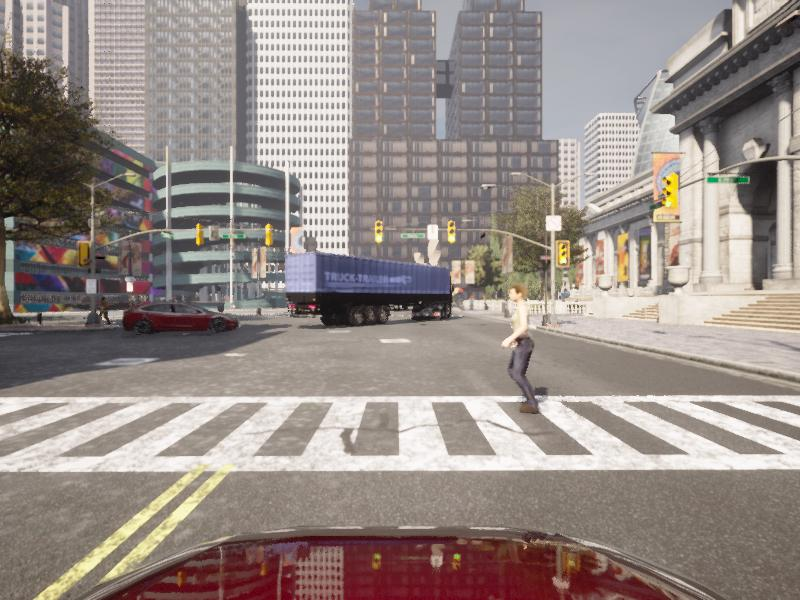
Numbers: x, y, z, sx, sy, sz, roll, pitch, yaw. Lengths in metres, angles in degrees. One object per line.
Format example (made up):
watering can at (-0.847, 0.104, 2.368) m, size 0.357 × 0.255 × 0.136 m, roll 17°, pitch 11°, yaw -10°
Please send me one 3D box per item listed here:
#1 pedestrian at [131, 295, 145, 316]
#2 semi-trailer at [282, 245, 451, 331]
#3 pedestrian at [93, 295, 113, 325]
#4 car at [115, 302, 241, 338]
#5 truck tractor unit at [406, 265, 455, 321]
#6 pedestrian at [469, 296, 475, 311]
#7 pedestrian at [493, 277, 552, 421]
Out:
pedestrian at (-23.321, 0.484, 35.583) m, size 0.751 × 1.860 × 0.751 m, roll 0°, pitch 0°, yaw 11°
semi-trailer at (-1.230, -0.629, 27.228) m, size 2.717 × 4.402 × 14.254 m, roll 1°, pitch 0°, yaw 36°
pedestrian at (-19.049, 0.637, 25.673) m, size 0.751 × 1.860 × 0.751 m, roll 0°, pitch 0°, yaw 7°
car at (-10.102, 0.851, 18.690) m, size 4.792 × 1.488 × 2.163 m, roll 0°, pitch 0°, yaw -17°
truck tractor unit at (2.766, -0.527, 33.940) m, size 3.053 × 4.208 × 6.516 m, roll 0°, pitch 0°, yaw 14°
pedestrian at (9.171, 0.484, 51.022) m, size 0.751 × 1.860 × 0.751 m, roll 0°, pitch 0°, yaw 4°
pedestrian at (1.725, 0.637, 5.662) m, size 0.751 × 1.860 × 0.751 m, roll 0°, pitch 0°, yaw 16°
